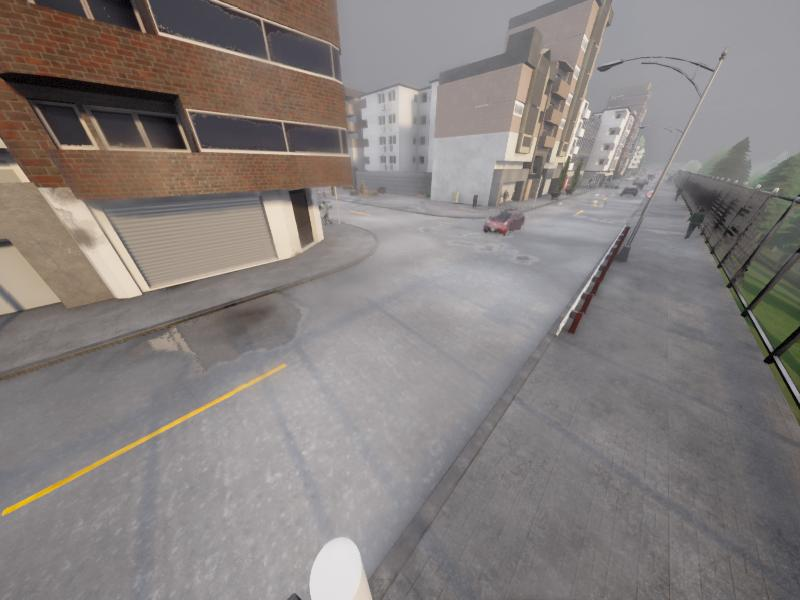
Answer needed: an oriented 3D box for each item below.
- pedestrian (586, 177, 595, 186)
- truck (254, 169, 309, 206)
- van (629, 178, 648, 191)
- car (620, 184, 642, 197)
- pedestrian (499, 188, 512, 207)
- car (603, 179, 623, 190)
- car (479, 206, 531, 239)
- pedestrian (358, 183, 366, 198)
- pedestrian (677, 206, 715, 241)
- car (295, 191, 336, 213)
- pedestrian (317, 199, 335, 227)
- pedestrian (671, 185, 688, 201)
[{"bbox_3d":[44.185,-27.407,53.567,0.751,1.860,0.751,-20,35,-31],"label":"pedestrian"},{"bbox_3d":[-15.596,-14.898,30.194,2.891,3.827,8.468,-26,39,-38],"label":"truck"},{"bbox_3d":[48.564,-23.527,46.977,4.442,1.987,1.775,-27,39,-38],"label":"van"},{"bbox_3d":[37.983,-18.028,37.936,4.892,1.490,1.837,-27,39,-38],"label":"car"},{"bbox_3d":[11.934,-11.536,26.080,0.751,1.860,0.751,-26,39,-37],"label":"pedestrian"},{"bbox_3d":[45.069,-24.522,48.899,4.553,1.767,2.097,-27,39,-38],"label":"car"},{"bbox_3d":[7.495,-5.629,16.436,3.633,1.501,1.845,-26,39,-38],"label":"car"},{"bbox_3d":[-5.595,-16.193,34.143,0.751,1.860,0.751,26,39,37],"label":"pedestrian"},{"bbox_3d":[18.203,-4.725,14.281,0.751,1.860,0.751,-26,39,-37],"label":"pedestrian"},{"bbox_3d":[-9.329,-10.849,25.377,2.033,1.649,4.856,-26,39,-37],"label":"car"},{"bbox_3d":[-5.622,-6.635,17.573,0.751,1.860,0.751,16,34,25],"label":"pedestrian"},{"bbox_3d":[37.460,-14.370,30.987,0.751,1.860,0.751,-26,39,-38],"label":"pedestrian"}]
